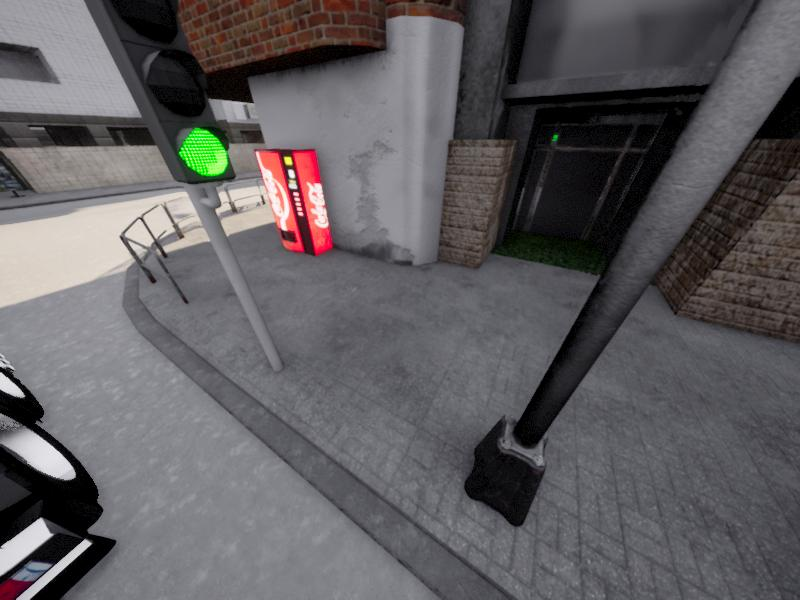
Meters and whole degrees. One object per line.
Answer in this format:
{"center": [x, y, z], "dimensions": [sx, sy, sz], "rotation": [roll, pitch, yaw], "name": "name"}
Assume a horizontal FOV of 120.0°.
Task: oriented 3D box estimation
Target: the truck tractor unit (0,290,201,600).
{"center": [-5.152, -0.258, 0.712], "dimensions": [6.516, 4.208, 3.053], "rotation": [17, 38, 22], "name": "truck tractor unit"}
